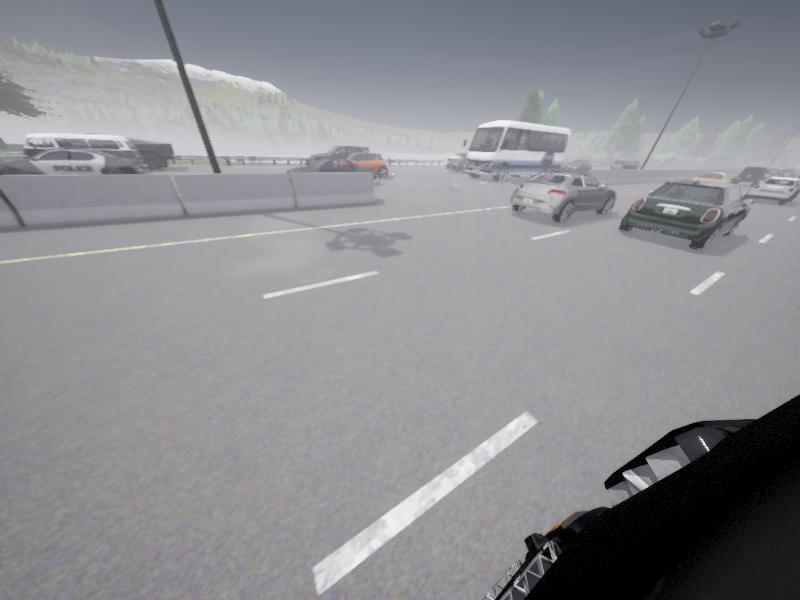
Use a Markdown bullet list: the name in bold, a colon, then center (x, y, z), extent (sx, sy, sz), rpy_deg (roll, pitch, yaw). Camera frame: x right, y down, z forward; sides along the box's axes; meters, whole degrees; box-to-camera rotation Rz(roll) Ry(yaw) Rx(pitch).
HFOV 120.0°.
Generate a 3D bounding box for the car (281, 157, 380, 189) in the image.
- **car**: center (-4.122, -7.935, 14.301), extent (5.357, 1.411, 2.033), rpy_deg (-16, 38, -26)

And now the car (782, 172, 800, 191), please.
- **car**: center (43.760, -12.802, 24.906), extent (3.988, 1.617, 1.851), rpy_deg (-16, 38, -26)

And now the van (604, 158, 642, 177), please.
- **van**: center (30.467, -18.103, 31.559), extent (4.442, 1.987, 1.775), rpy_deg (-16, 38, -26)

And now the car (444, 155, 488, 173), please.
- **car**: center (7.664, -15.851, 26.930), extent (4.514, 1.525, 2.007), rpy_deg (-16, 38, -26)

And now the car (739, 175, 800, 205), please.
- **car**: center (26.162, -7.696, 16.073), extent (3.806, 1.475, 1.970), rpy_deg (-16, 38, -26)

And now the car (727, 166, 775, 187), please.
- **car**: center (39.879, -14.044, 26.233), extent (3.866, 1.878, 1.905), rpy_deg (-16, 38, -26)

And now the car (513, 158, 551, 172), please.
- **car**: center (18.557, -18.982, 32.416), extent (5.008, 1.535, 1.882), rpy_deg (-16, 38, -26)

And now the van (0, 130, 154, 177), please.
- **van**: center (-18.379, -8.589, 13.661), extent (4.480, 2.038, 2.069), rpy_deg (-16, 38, -26)

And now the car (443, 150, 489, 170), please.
- **car**: center (8.757, -18.617, 30.699), extent (5.566, 2.045, 2.150), rpy_deg (-16, 38, -26)

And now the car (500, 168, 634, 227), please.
- **car**: center (7.019, -4.504, 9.755), extent (5.027, 1.651, 2.152), rpy_deg (-16, 38, -26)

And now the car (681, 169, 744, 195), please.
- **car**: center (26.561, -10.095, 19.612), extent (5.366, 1.575, 1.801), rpy_deg (-16, 38, -26)

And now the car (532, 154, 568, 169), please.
- **car**: center (25.332, -23.374, 39.051), extent (5.566, 2.045, 2.150), rpy_deg (-16, 38, -26)

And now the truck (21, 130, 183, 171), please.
- **truck**: center (-19.947, -10.401, 16.217), extent (6.274, 2.098, 2.390), rpy_deg (-16, 38, -26)

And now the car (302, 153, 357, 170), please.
- **car**: center (-6.953, -13.803, 22.998), extent (4.718, 1.301, 1.895), rpy_deg (-16, 38, -26)

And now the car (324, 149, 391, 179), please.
- **car**: center (-3.205, -10.603, 18.012), extent (4.553, 1.767, 2.097), rpy_deg (-16, 38, -26)

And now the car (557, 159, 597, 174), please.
- **car**: center (24.556, -18.517, 32.036), extent (4.611, 1.667, 2.242), rpy_deg (-16, 38, -26)

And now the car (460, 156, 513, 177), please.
- **car**: center (9.047, -14.047, 24.234), extent (5.027, 1.651, 2.152), rpy_deg (-16, 38, -26)

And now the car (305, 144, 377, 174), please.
- **car**: center (-5.068, -12.411, 20.367), extent (5.566, 2.045, 2.150), rpy_deg (-16, 38, -26)

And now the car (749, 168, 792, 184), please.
- **car**: center (52.163, -17.493, 32.509), extent (4.611, 1.667, 2.242), rpy_deg (-16, 38, -26)

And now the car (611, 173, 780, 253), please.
- **car**: center (9.812, -3.135, 7.746), extent (4.553, 1.767, 2.097), rpy_deg (-16, 38, -26)

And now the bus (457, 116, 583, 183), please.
- **bus**: center (10.793, -13.308, 20.879), extent (10.273, 4.253, 3.944), rpy_deg (-16, 38, -26)

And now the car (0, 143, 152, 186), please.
- **car**: center (-16.319, -6.729, 11.483), extent (4.974, 1.542, 2.038), rpy_deg (-16, 38, -26)
